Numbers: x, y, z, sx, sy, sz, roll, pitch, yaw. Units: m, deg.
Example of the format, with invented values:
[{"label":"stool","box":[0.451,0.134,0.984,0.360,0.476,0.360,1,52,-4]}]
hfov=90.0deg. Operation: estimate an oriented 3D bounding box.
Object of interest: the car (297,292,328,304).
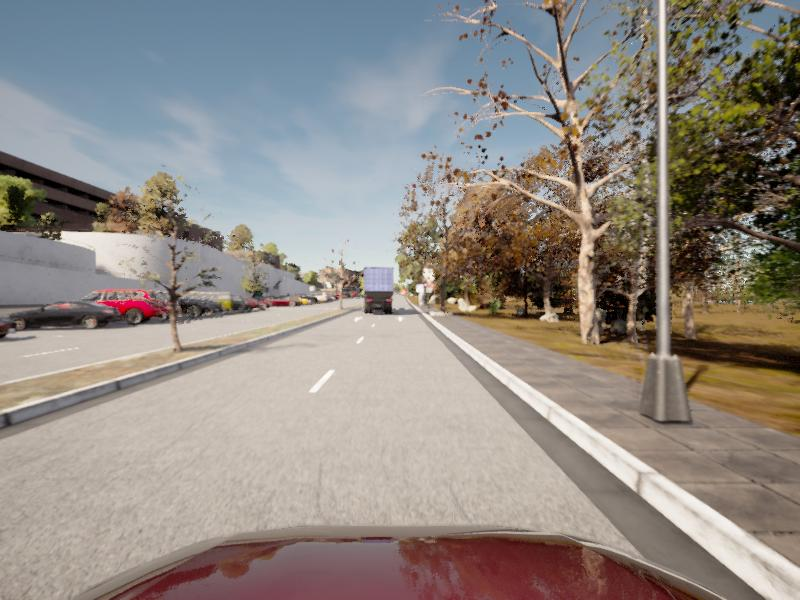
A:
[{"label":"car","box":[-16.843,-0.394,77.074,5.566,2.045,2.435,-1,2,-20]}]

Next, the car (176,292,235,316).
[{"label":"car","box":[-16.961,0.284,35.052,4.442,1.987,1.878,-1,1,-20]}]

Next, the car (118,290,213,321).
[{"label":"car","box":[-16.832,0.338,29.144,5.566,2.045,2.435,-1,1,-20]}]

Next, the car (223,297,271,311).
[{"label":"car","box":[-16.816,0.414,44.080,4.792,1.488,2.163,-1,1,-20]}]

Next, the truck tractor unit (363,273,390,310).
[{"label":"truck tractor unit","box":[-2.810,-1.040,49.077,3.053,4.208,6.516,0,1,-3]}]

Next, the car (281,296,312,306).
[{"label":"car","box":[-16.829,0.128,65.081,4.674,1.452,2.002,-1,1,-20]}]

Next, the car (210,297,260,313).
[{"label":"car","box":[-16.840,0.466,41.062,4.674,1.452,2.002,-1,1,-20]}]

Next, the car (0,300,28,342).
[{"label":"car","box":[-16.838,0.796,14.224,4.792,1.488,2.163,-1,0,-20]}]

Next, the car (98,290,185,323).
[{"label":"car","box":[-16.751,0.402,26.191,4.442,1.987,1.878,-1,1,-20]}]

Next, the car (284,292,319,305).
[{"label":"car","box":[-16.800,-0.211,68.095,5.566,2.045,2.435,-1,1,-20]}]

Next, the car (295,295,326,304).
[{"label":"car","box":[-16.645,-0.084,74.152,5.366,1.575,1.946,-1,1,-20]}]

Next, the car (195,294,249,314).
[{"label":"car","box":[-16.819,0.341,38.088,4.553,1.767,2.185,-1,1,-20]}]

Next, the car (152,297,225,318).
[{"label":"car","box":[-16.845,0.550,32.115,4.892,1.521,2.231,-1,1,-20]}]

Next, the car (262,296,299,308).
[{"label":"car","box":[-16.806,0.250,56.085,4.792,1.488,2.163,-1,1,-20]}]

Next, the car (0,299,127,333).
[{"label":"car","box":[-16.857,0.745,20.181,4.674,1.452,2.002,-1,1,-20]}]

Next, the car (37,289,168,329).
[{"label":"car","box":[-16.888,0.419,23.148,5.566,2.045,2.435,-1,1,-20]}]

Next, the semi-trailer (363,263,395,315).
[{"label":"semi-trailer","box":[-2.294,-1.040,41.184,2.717,4.402,14.254,0,1,-4]}]

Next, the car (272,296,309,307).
[{"label":"car","box":[-16.999,0.136,62.008,5.366,1.575,1.946,-1,1,-20]}]
